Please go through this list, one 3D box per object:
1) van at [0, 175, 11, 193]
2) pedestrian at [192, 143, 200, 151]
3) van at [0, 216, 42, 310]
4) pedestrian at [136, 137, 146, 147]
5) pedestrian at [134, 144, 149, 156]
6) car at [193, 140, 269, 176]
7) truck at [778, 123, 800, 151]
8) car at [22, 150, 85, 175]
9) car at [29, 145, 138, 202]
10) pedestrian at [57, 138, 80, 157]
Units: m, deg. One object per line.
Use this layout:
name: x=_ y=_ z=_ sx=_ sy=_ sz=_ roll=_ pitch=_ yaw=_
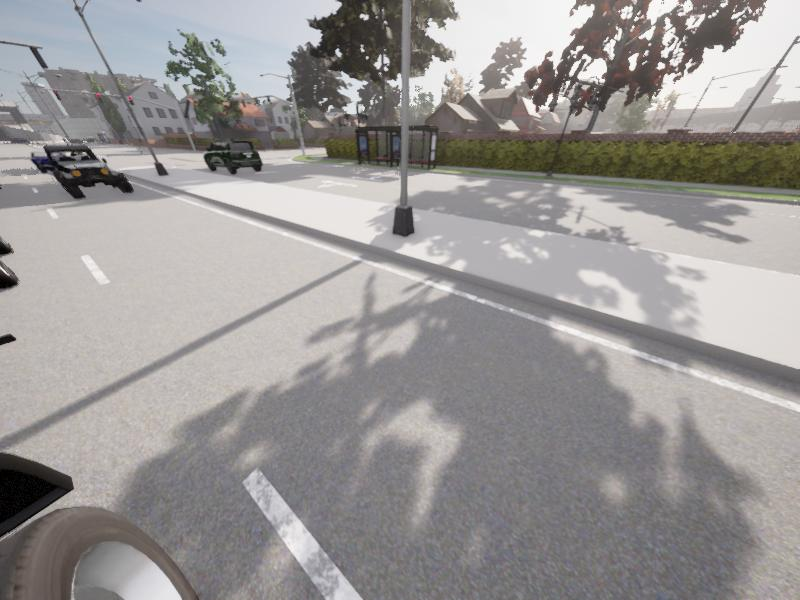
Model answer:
van: x=-21.294 y=-6.314 z=10.949 sx=4.480 sy=2.038 sz=2.069 roll=22 pitch=41 yaw=27
pedestrian: x=-35.776 y=-26.831 z=40.482 sx=0.500 sy=1.100 sz=0.500 roll=21 pitch=40 yaw=26
van: x=-8.476 y=-1.114 z=3.669 sx=4.480 sy=2.038 sz=2.069 roll=22 pitch=40 yaw=28
pedestrian: x=-61.446 y=-37.550 z=54.854 sx=0.751 sy=1.860 sz=0.751 roll=23 pitch=41 yaw=28
pedestrian: x=-35.590 y=-20.636 z=31.781 sx=0.751 sy=1.300 sz=0.751 roll=25 pitch=42 yaw=31
car: x=-12.909 y=-10.996 z=17.654 sx=5.566 sy=2.045 sz=2.150 roll=22 pitch=41 yaw=28
truck: x=71.967 y=-28.423 z=40.178 sx=2.891 sy=3.827 sz=8.468 roll=22 pitch=42 yaw=28
car: x=-26.099 y=-10.413 z=17.384 sx=4.718 sy=1.301 sz=1.895 roll=22 pitch=41 yaw=28
car: x=-14.513 y=-5.962 z=10.633 sx=3.866 sy=1.878 sz=1.905 roll=22 pitch=41 yaw=28
pedestrian: x=-39.838 y=-18.392 z=27.815 sx=0.751 sy=1.860 sz=0.751 roll=28 pitch=44 yaw=34
